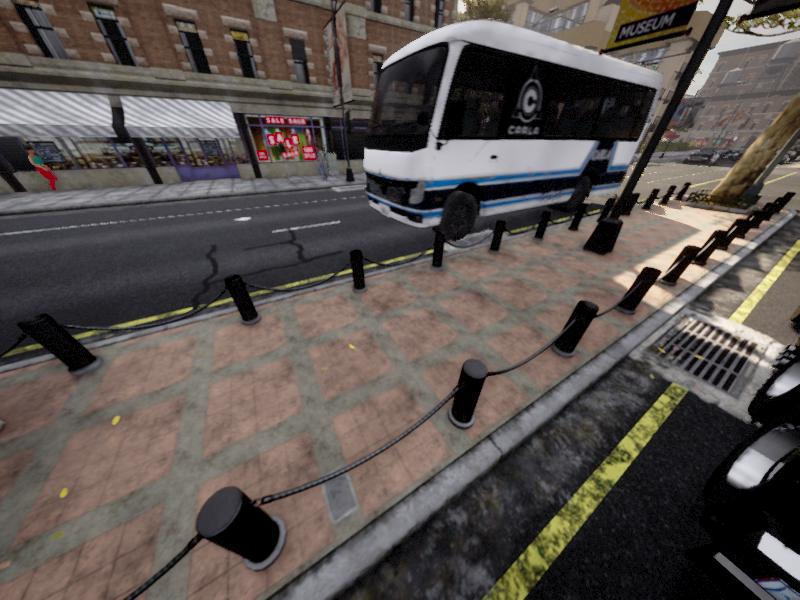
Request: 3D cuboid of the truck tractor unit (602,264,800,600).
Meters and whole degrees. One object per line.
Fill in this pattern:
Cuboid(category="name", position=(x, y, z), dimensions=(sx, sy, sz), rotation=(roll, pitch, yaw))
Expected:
Cuboid(category="truck tractor unit", position=(5.106, -0.307, 0.778), dimensions=(6.516, 4.208, 3.053), rotation=(-18, 39, -24))

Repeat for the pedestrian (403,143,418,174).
Cuboid(category="pedestrian", position=(0.740, -10.453, 17.086), dimensions=(0.751, 1.860, 0.751), rotation=(-24, 41, -30))

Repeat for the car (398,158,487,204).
Cuboid(category="car", position=(1.925, -5.669, 10.822), dimensions=(3.633, 1.501, 1.845), rotation=(-18, 39, -24))

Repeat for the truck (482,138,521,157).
Cuboid(category="truck", position=(16.911, -25.747, 38.963), dimensions=(2.627, 2.467, 5.204), rotation=(-18, 39, -25))

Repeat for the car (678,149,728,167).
Cuboid(category="car", position=(34.666, -16.335, 26.407), dimensions=(4.974, 1.542, 2.038), rotation=(-18, 39, -24))

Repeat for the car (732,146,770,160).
Cuboid(category="car", position=(54.322, -22.796, 35.749), dimensions=(5.238, 1.638, 1.930), rotation=(-19, 39, -24))

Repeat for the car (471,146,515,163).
Cuboid(category="car", position=(11.685, -18.600, 29.391), dimensions=(2.033, 1.649, 4.856), rotation=(-18, 39, -24))

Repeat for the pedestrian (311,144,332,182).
Cuboid(category="pedestrian", position=(-4.592, -8.026, 13.557), dimensions=(0.751, 1.860, 0.751), rotation=(-13, 37, -18))

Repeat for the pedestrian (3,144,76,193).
Cuboid(category="pedestrian", position=(-16.215, -5.950, 10.481), dimensions=(0.751, 1.860, 0.751), rotation=(-16, 38, -22))

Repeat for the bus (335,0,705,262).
Cuboid(category="bus", position=(3.854, -5.024, 7.529), dimensions=(10.273, 4.253, 3.944), rotation=(-18, 39, -24))
